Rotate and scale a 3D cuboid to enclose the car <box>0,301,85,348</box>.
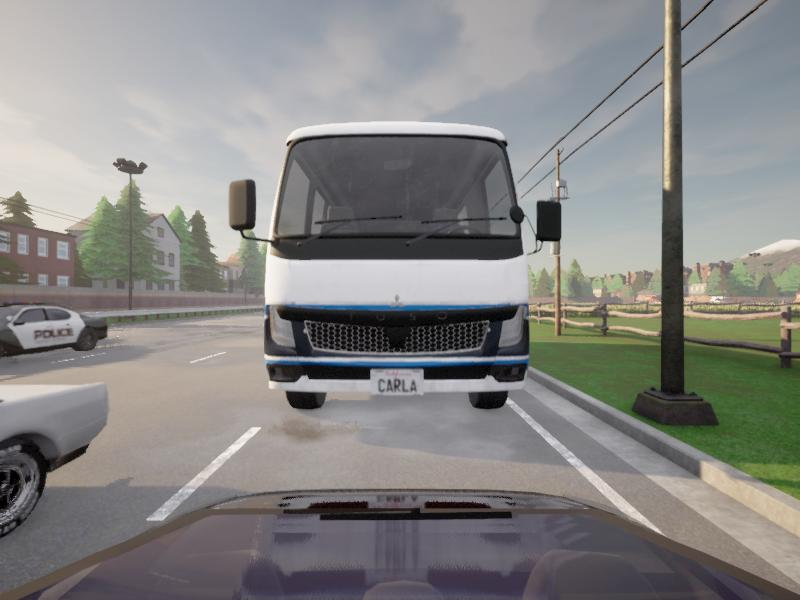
[{"bbox_3d":[-14.089,0.816,14.902,1.789,1.549,3.705,0,0,0],"label":"car"}]

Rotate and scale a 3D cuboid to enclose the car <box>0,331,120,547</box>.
[{"bbox_3d":[-3.513,0.943,1.314,1.895,1.301,4.718,0,0,0],"label":"car"}]

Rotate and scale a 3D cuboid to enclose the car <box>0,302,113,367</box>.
[{"bbox_3d":[-10.566,0.827,10.827,2.038,1.542,4.974,0,0,0],"label":"car"}]

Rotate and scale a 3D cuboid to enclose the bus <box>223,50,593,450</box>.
[{"bbox_3d":[0.062,-0.534,9.399,3.944,4.253,10.273,0,0,0],"label":"bus"}]

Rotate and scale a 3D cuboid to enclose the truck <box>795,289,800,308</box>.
[{"bbox_3d":[85.506,-0.324,80.802,2.891,3.827,8.468,0,0,-1],"label":"truck"}]
